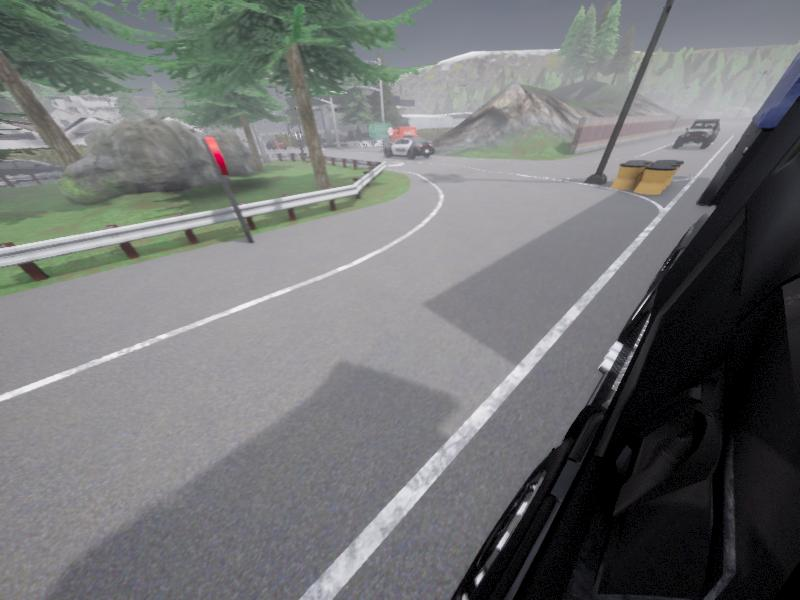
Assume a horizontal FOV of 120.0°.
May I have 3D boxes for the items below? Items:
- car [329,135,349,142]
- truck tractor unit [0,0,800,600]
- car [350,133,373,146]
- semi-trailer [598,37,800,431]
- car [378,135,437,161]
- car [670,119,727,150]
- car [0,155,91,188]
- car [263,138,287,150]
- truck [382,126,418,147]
[{"bbox_3d":[-17.516,-46.297,66.231,4.974,1.542,2.038,-28,43,-30],"label":"car"},{"bbox_3d":[2.645,-0.295,0.351,6.516,4.208,3.053,-28,44,-30],"label":"truck tractor unit"},{"bbox_3d":[-7.458,-31.274,44.947,3.866,1.878,1.905,-28,43,-30],"label":"car"},{"bbox_3d":[8.698,-3.586,4.256,14.254,4.402,2.717,-28,43,-30],"label":"semi-trailer"},{"bbox_3d":[0.479,-12.779,19.345,2.038,1.542,4.974,-28,43,-30],"label":"car"},{"bbox_3d":[24.330,-13.528,18.845,3.866,1.878,1.905,-28,43,-30],"label":"car"},{"bbox_3d":[-27.184,-9.522,17.041,5.008,1.535,1.882,-28,43,-30],"label":"car"},{"bbox_3d":[-22.687,-28.349,41.954,2.242,1.667,4.611,-27,43,-31],"label":"car"},{"bbox_3d":[0.037,-26.889,38.018,5.204,2.467,2.627,-25,42,-27],"label":"truck"}]
